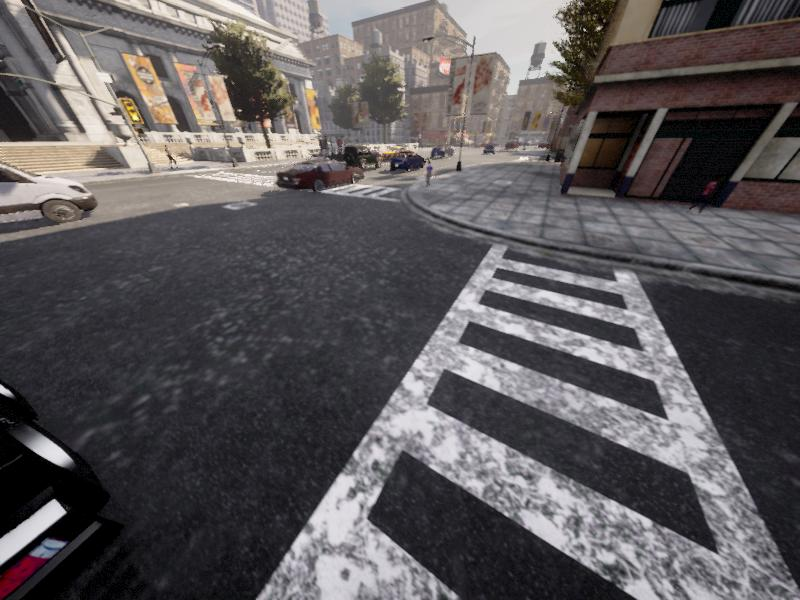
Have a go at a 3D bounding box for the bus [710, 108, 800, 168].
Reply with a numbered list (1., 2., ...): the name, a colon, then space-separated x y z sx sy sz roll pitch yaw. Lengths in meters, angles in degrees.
1. bus: 37.170 -14.220 20.403 10.273 4.253 3.944 18 39 24

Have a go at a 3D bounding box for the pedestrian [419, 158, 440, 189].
1. pedestrian: 1.528 -6.563 11.973 0.751 1.300 0.751 20 40 27

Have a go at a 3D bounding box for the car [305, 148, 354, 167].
1. car: -7.623 -15.857 25.528 2.128 1.511 4.902 18 39 24

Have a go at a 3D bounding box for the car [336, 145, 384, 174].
1. car: -3.305 -12.299 20.049 1.905 1.878 3.866 18 39 24

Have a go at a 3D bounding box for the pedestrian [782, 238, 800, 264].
1. pedestrian: 8.480 -1.447 4.073 0.751 1.860 0.751 15 38 20

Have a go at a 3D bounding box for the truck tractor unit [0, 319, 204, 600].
1. truck tractor unit: -5.195 -0.207 0.640 6.516 4.208 3.053 15 37 20

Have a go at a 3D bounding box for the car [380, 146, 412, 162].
1. car: -0.461 -19.131 30.150 1.882 1.535 5.008 17 38 23

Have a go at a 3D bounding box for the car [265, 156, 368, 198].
1. car: -4.302 -7.099 13.018 2.033 1.411 5.357 18 39 24

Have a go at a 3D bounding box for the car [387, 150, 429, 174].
1. car: 0.753 -12.136 20.143 1.816 1.474 4.193 18 39 24

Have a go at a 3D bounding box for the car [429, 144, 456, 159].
1. car: 6.269 -21.715 33.734 2.152 1.651 5.027 18 39 24

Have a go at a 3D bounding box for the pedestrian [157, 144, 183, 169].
1. pedestrian: -20.637 -12.882 20.748 0.751 1.860 0.751 12 37 17

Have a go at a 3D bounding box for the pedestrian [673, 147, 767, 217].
1. pedestrian: 9.936 -3.703 7.303 0.751 1.860 0.751 15 38 21

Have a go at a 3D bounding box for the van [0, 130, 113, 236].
1. van: -12.965 -2.955 6.137 1.988 2.561 5.915 18 39 24

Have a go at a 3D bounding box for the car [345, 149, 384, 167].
1. car: -3.743 -15.670 25.352 1.994 1.385 4.181 17 39 24
